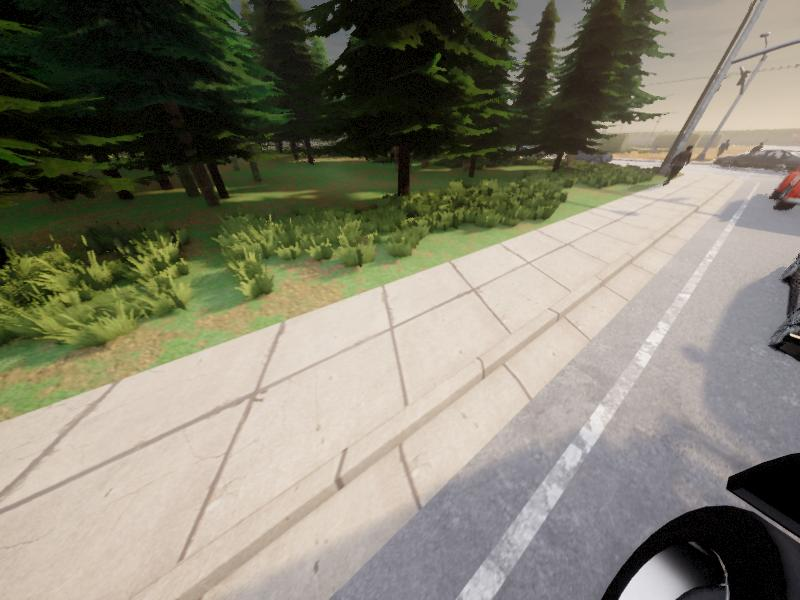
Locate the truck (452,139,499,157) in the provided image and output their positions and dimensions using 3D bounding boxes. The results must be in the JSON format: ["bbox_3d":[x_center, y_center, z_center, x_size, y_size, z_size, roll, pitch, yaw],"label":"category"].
[{"bbox_3d":[11.016,-22.734,34.390,2.390,2.098,6.274,-22,41,-28],"label":"truck"}]

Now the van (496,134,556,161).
[{"bbox_3d":[15.511,-19.202,28.964,1.988,2.561,5.915,-22,40,-28],"label":"van"}]

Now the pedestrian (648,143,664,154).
[{"bbox_3d":[36.304,-21.462,32.783,0.751,1.300,0.751,-5,35,-7],"label":"pedestrian"}]

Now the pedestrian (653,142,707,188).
[{"bbox_3d":[13.537,-6.557,11.244,0.751,1.860,0.751,-17,38,-22],"label":"pedestrian"}]

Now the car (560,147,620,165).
[{"bbox_3d":[19.803,-15.205,24.277,1.994,1.385,4.181,-22,41,-28],"label":"car"}]

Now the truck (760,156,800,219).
[{"bbox_3d":[15.683,-4.362,7.897,5.204,2.467,2.627,-23,41,-29],"label":"truck"}]

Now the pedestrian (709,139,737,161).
[{"bbox_3d":[33.141,-15.429,23.747,0.751,1.860,0.751,22,41,28],"label":"pedestrian"}]

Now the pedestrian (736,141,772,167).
[{"bbox_3d":[31.652,-13.080,20.693,0.751,1.860,0.751,-9,36,-13],"label":"pedestrian"}]

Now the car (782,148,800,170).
[{"bbox_3d":[34.562,-11.879,19.427,4.181,1.385,1.994,-22,41,-28],"label":"car"}]

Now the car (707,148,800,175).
[{"bbox_3d":[28.814,-10.961,18.150,2.033,1.411,5.357,-6,36,-9],"label":"car"}]

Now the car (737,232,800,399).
[{"bbox_3d":[6.570,-0.090,2.703,4.902,1.511,2.128,-22,41,-28],"label":"car"}]
